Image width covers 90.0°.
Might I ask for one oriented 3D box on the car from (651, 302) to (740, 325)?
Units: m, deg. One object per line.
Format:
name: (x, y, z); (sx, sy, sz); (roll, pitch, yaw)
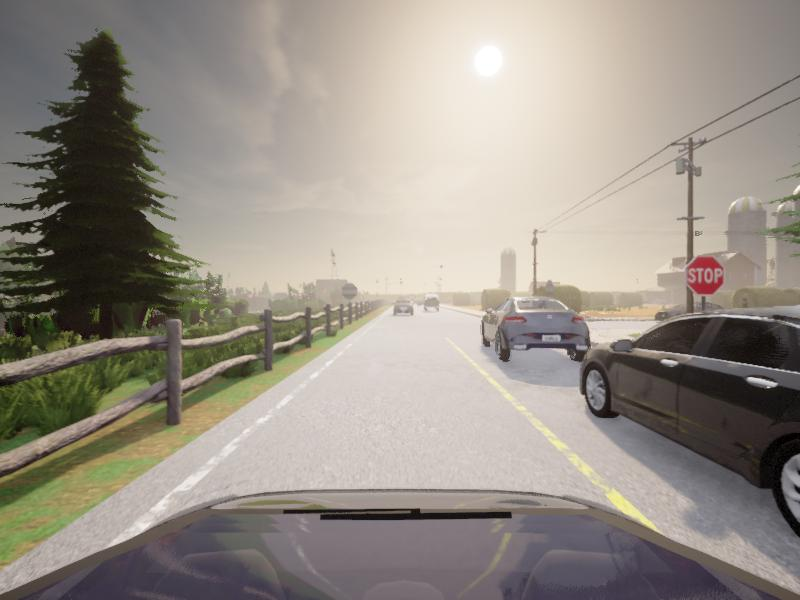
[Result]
car: (18.604, 0.819, 25.328); (4.181, 1.385, 1.994); (0, 0, -3)

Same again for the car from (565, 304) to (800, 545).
car: (3.479, 0.814, 3.809); (1.837, 1.490, 4.892); (0, 0, 0)

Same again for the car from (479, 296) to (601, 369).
car: (3.672, 0.715, 11.623); (2.152, 1.651, 5.027); (0, 0, 5)

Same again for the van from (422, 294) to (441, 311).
van: (4.015, 0.318, 51.615); (2.069, 2.038, 4.480); (0, 0, 1)

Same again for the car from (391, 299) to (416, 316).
car: (0.335, 0.647, 37.308); (2.128, 1.511, 4.902); (0, 0, 1)

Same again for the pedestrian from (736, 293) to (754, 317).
pedestrian: (27.030, 0.366, 31.332); (0.751, 1.860, 0.751); (0, 0, -4)
